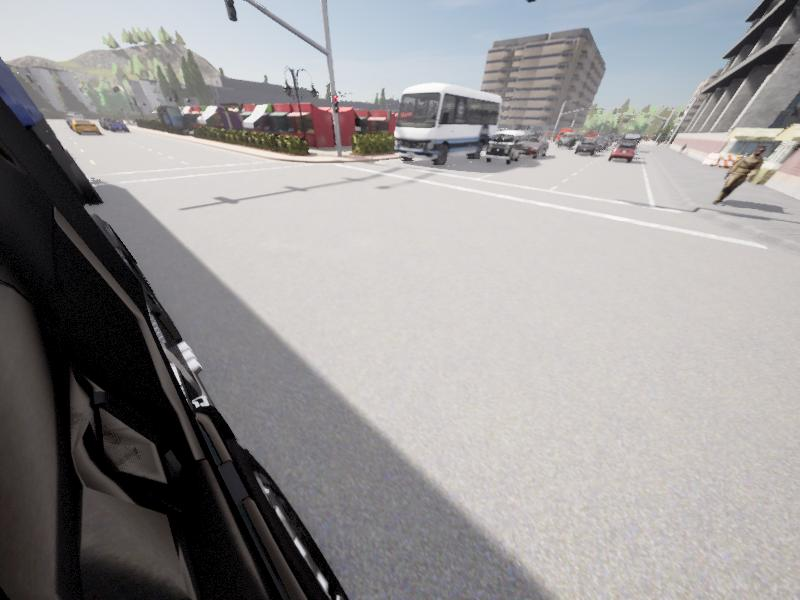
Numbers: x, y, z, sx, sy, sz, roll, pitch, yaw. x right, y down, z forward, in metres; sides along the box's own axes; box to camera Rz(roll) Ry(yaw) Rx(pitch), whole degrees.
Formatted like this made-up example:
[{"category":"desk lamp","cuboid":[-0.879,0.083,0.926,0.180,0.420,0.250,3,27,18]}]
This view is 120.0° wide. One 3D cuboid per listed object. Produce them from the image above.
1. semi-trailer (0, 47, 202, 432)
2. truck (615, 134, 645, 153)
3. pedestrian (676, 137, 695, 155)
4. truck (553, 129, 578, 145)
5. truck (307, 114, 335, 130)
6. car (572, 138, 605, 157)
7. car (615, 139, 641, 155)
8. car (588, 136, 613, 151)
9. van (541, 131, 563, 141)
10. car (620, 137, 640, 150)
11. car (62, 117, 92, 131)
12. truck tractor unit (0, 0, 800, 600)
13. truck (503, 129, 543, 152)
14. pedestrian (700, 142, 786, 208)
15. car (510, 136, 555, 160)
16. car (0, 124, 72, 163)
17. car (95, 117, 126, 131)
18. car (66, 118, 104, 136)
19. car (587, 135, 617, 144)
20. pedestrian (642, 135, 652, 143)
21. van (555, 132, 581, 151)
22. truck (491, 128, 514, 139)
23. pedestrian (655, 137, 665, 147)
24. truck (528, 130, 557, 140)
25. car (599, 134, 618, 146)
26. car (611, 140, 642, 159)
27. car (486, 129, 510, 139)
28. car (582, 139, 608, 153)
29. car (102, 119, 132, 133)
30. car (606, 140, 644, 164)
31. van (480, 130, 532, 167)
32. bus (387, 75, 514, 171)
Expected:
[{"category":"semi-trailer","cuboid":[-8.712,-3.592,4.218,14.254,4.402,2.717,28,44,30]},{"category":"truck","cuboid":[34.752,-23.763,34.899,2.390,2.098,6.274,28,44,30]},{"category":"pedestrian","cuboid":[37.354,-20.203,30.260,0.751,1.860,0.751,28,44,30]},{"category":"truck","cuboid":[33.248,-32.797,46.399,2.627,2.467,5.204,28,44,30]},{"category":"truck","cuboid":[-26.456,-59.839,77.824,2.891,3.827,8.468,29,45,31]},{"category":"car","cuboid":[22.251,-18.051,27.213,2.128,1.511,4.902,28,44,30]},{"category":"car","cuboid":[29.798,-20.063,30.220,1.789,1.549,3.705,28,44,29]},{"category":"car","cuboid":[31.543,-24.637,36.274,2.152,1.651,5.027,28,44,29]},{"category":"van","cuboid":[41.426,-44.667,62.938,4.442,1.987,1.775,28,44,30]},{"category":"car","cuboid":[40.502,-27.635,40.673,1.930,1.638,5.238,28,44,30]},{"category":"car","cuboid":[-48.679,-26.579,34.785,5.008,1.535,1.882,28,44,30]},{"category":"truck tractor unit","cuboid":[-2.645,-0.295,0.351,6.516,4.208,3.053,28,44,30]},{"category":"truck","cuboid":[15.679,-20.281,29.314,2.390,2.098,6.274,28,44,30]},{"category":"pedestrian","cuboid":[11.730,-4.299,7.985,0.751,1.860,0.751,-24,44,-30]},{"category":"car","cuboid":[12.871,-14.803,22.354,2.152,1.651,5.027,28,44,30]},{"category":"car","cuboid":[-21.251,-9.106,13.278,4.792,1.488,2.163,28,44,30]},{"category":"car","cuboid":[-45.818,-27.853,36.537,4.856,1.649,2.033,28,44,30]},{"category":"car","cuboid":[-38.290,-21.051,28.055,5.008,1.535,1.882,28,44,29]},{"category":"car","cuboid":[50.133,-39.861,57.438,5.366,1.575,1.801,28,44,30]},{"category":"pedestrian","cuboid":[68.851,-44.917,64.427,0.751,1.860,0.751,-4,38,-9]},{"category":"van","cuboid":[24.262,-22.964,33.391,1.775,1.987,4.442,28,44,30]},{"category":"truck","cuboid":[25.777,-41.985,58.265,4.478,2.038,2.069,28,44,30]},{"category":"pedestrian","cuboid":[60.172,-36.636,53.417,0.751,1.860,0.751,31,46,32]},{"category":"truck","cuboid":[41.121,-47.636,66.732,6.274,2.098,2.390,28,44,30]},{"category":"car","cuboid":[41.314,-31.708,45.679,1.932,1.855,4.605,28,44,30]},{"category":"car","cuboid":[25.480,-17.021,26.005,1.882,1.535,5.008,28,44,30]},{"category":"car","cuboid":[23.964,-40.588,56.488,4.605,1.855,1.932,28,44,30]},{"category":"car","cuboid":[26.934,-21.293,31.841,1.994,1.385,4.181,28,44,30]},{"category":"car","cuboid":[-40.826,-25.119,33.328,4.193,1.474,1.816,28,44,30]},{"category":"car","cuboid":[21.278,-14.083,21.861,1.851,1.617,3.988,28,44,30]},{"category":"van","cuboid":[8.181,-11.707,17.689,2.069,2.038,4.480,24,42,26]},{"category":"bus","cuboid":[3.961,-12.754,17.008,3.944,4.253,10.273,28,45,30]}]
